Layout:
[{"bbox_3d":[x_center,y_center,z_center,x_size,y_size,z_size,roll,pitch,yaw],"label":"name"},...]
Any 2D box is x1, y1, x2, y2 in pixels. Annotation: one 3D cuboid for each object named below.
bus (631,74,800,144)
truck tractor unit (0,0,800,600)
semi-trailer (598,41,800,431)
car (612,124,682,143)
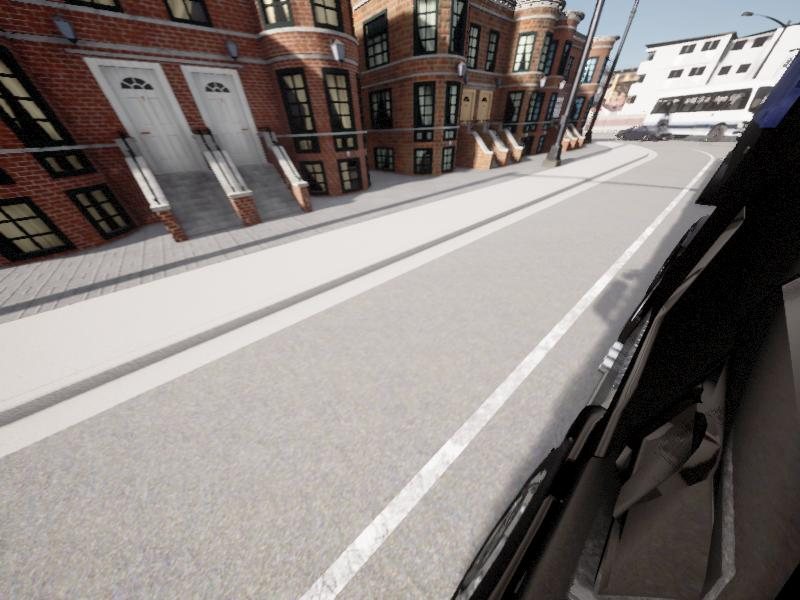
[{"bbox_3d":[29.989,-18.202,22.596,3.944,4.253,10.273,-1,37,1],"label":"bus"},{"bbox_3d":[2.645,-0.295,0.351,6.516,4.208,3.053,-28,44,-30],"label":"truck tractor unit"},{"bbox_3d":[8.687,-3.608,4.246,14.254,4.402,2.717,-28,44,-30],"label":"semi-trailer"},{"bbox_3d":[26.319,-18.037,24.986,2.033,1.411,5.357,-3,37,0],"label":"car"}]
